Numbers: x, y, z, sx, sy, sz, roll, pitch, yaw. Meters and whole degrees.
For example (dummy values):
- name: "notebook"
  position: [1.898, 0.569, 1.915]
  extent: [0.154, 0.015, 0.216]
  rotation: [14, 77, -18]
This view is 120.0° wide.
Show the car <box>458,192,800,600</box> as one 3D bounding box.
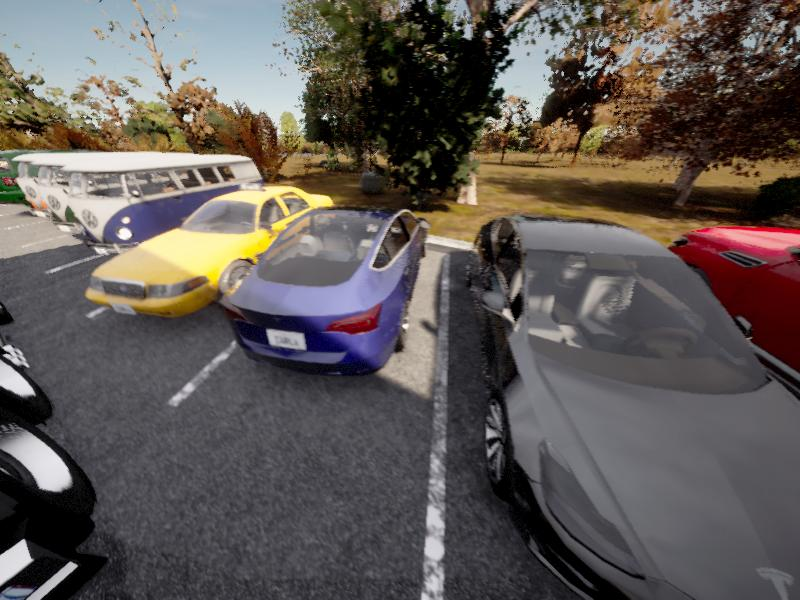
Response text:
- name: "car"
  position: [1.954, -0.015, 2.734]
  extent: [2.163, 1.488, 4.792]
  rotation: [6, 35, 8]

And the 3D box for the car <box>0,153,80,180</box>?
- name: "car"
  position: [-29.929, -10.573, 18.207]
  extent: [2.231, 1.521, 4.892]
  rotation: [6, 35, 9]

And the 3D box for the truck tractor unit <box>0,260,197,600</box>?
- name: "truck tractor unit"
  position: [-5.109, -0.300, 0.792]
  extent: [6.516, 4.208, 3.053]
  rotation: [18, 39, 25]

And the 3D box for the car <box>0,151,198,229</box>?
- name: "car"
  position: [-10.904, -4.408, 8.740]
  extent: [1.878, 1.987, 4.442]
  rotation: [6, 35, 8]

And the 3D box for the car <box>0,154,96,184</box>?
- name: "car"
  position: [-26.974, -9.715, 16.939]
  extent: [1.946, 1.575, 5.366]
  rotation: [6, 35, 9]

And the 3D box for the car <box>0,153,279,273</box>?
- name: "car"
  position: [-5.765, -2.716, 6.252]
  extent: [1.878, 1.987, 4.442]
  rotation: [6, 35, 8]

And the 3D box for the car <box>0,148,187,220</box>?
- name: "car"
  position: [-13.450, -5.357, 10.090]
  extent: [2.435, 2.045, 5.566]
  rotation: [6, 35, 9]

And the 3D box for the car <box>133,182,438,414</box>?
- name: "car"
  position: [-0.611, -0.893, 4.027]
  extent: [2.163, 1.488, 4.792]
  rotation: [6, 34, 9]

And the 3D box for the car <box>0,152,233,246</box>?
- name: "car"
  position: [-8.335, -3.563, 7.496]
  extent: [1.878, 1.987, 4.442]
  rotation: [6, 35, 8]

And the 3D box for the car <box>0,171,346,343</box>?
- name: "car"
  position: [-3.212, -1.647, 5.075]
  extent: [1.946, 1.575, 5.366]
  rotation: [6, 35, 8]

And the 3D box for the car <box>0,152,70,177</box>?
- name: "car"
  position: [-32.849, -11.548, 19.638]
  extent: [2.231, 1.521, 4.892]
  rotation: [6, 35, 8]

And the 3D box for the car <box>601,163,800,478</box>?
- name: "car"
  position: [4.526, 0.565, 1.383]
  extent: [2.435, 2.045, 5.566]
  rotation: [6, 35, 9]
